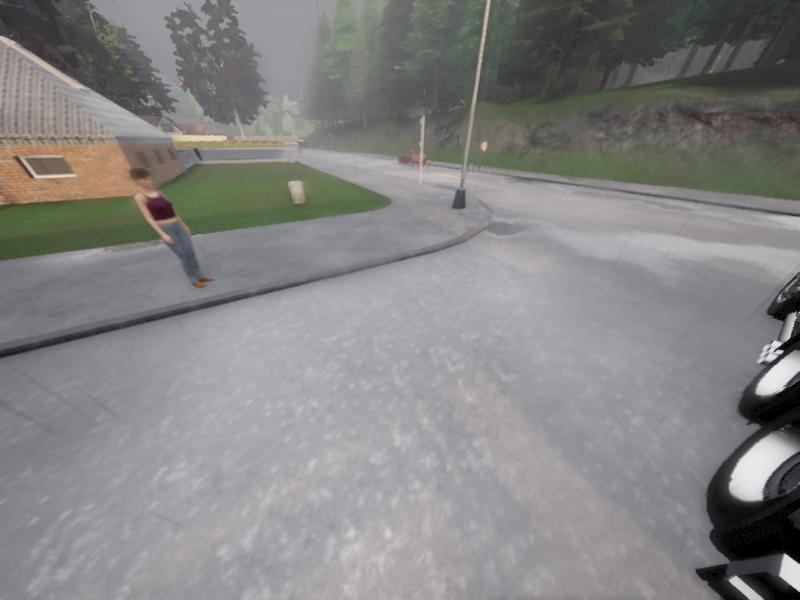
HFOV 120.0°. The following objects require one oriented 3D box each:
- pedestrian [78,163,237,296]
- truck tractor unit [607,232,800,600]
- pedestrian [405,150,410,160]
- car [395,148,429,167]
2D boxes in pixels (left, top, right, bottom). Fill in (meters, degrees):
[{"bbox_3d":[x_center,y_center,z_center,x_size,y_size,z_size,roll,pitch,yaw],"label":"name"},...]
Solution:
[{"bbox_3d":[-3.566,-1.059,3.660,0.751,1.860,0.751,3,35,4],"label":"pedestrian"},{"bbox_3d":[5.058,-0.349,0.857,6.516,4.208,3.053,-20,40,-27],"label":"truck tractor unit"},{"bbox_3d":[1.016,-19.293,30.638,0.500,1.100,0.500,-27,43,-34],"label":"pedestrian"},{"bbox_3d":[1.165,-15.155,24.525,1.845,1.501,3.633,-18,39,-24],"label":"car"}]
